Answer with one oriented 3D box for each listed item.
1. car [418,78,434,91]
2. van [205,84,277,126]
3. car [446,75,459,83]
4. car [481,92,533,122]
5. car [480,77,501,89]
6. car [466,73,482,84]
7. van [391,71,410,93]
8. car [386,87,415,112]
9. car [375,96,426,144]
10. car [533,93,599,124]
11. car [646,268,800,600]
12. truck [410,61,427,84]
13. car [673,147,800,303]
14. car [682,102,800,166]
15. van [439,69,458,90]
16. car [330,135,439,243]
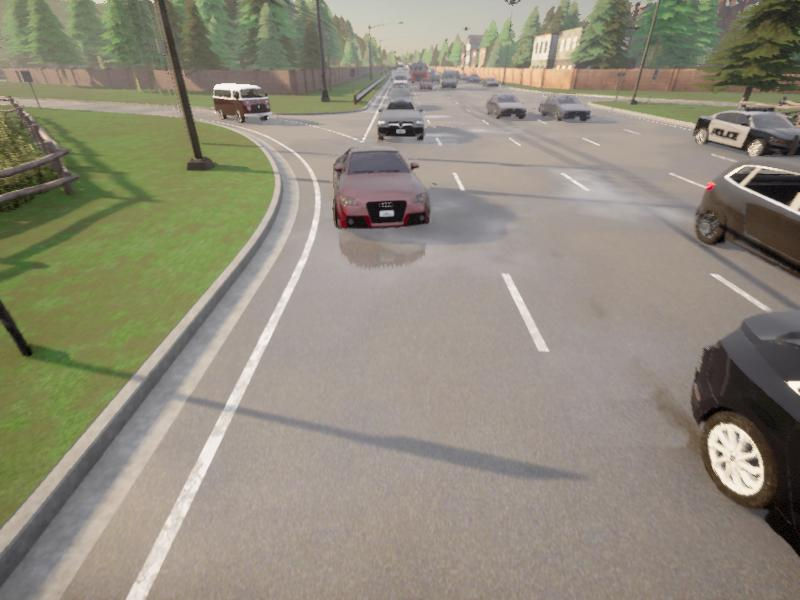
[{"bbox_3d":[3.567,-29.785,55.298,1.845,1.501,3.633,0,30,0],"label":"car"},{"bbox_3d":[-9.833,-12.126,24.674,4.480,2.038,2.069,26,39,38],"label":"van"},{"bbox_3d":[10.593,-44.751,80.970,1.970,1.475,3.806,0,30,0],"label":"car"},{"bbox_3d":[7.039,-13.108,26.970,2.033,1.411,5.357,0,30,0],"label":"car"},{"bbox_3d":[14.128,-34.040,62.691,2.033,1.411,5.357,-1,30,-1],"label":"car"},{"bbox_3d":[14.088,-42.285,76.371,2.097,1.767,4.553,0,30,0],"label":"car"},{"bbox_3d":[0.065,-29.301,53.581,2.351,2.431,6.366,0,30,0],"label":"van"},{"bbox_3d":[0.044,-15.988,31.801,2.163,1.488,4.792,0,30,0],"label":"car"},{"bbox_3d":[0.033,-8.940,19.634,2.152,1.651,5.027,0,30,0],"label":"car"},{"bbox_3d":[10.538,-12.482,25.904,2.033,1.411,5.357,0,30,0],"label":"car"},{"bbox_3d":[3.515,1.614,1.748,1.837,1.490,4.892,0,31,0],"label":"car"},{"bbox_3d":[3.585,-44.619,78.331,2.891,3.827,8.468,0,30,0],"label":"truck"},{"bbox_3d":[7.021,-1.113,6.232,2.242,1.667,4.611,0,30,0],"label":"car"},{"bbox_3d":[14.029,-6.726,15.836,1.930,1.638,5.238,0,30,0],"label":"car"},{"bbox_3d":[7.068,-32.301,58.590,1.988,2.561,5.915,0,30,0],"label":"van"},{"bbox_3d":[-0.579,-2.857,9.503,1.994,1.385,4.181,-5,31,-8],"label":"car"}]
